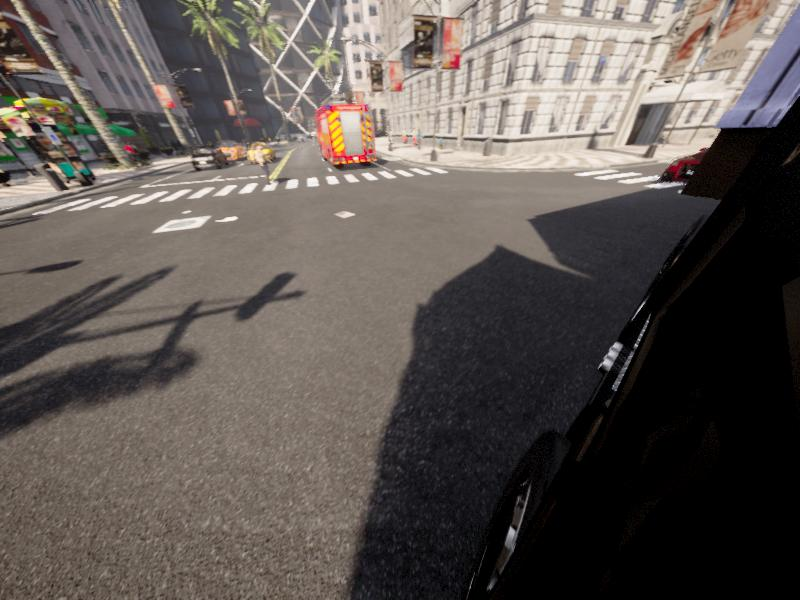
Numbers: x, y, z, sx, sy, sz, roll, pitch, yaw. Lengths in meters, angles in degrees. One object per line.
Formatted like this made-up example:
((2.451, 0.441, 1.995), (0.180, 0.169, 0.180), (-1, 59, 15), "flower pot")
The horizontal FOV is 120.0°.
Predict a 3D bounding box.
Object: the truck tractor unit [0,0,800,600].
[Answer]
((2.645, -0.295, 0.351), (6.516, 4.208, 3.053), (-28, 44, -30), "truck tractor unit")

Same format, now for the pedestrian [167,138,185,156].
((-29.011, -19.809, 29.957), (0.751, 1.860, 0.751), (-11, 38, -11), "pedestrian")

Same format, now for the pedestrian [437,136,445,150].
((3.989, -15.267, 22.481), (0.500, 1.100, 0.500), (-8, 37, -6), "pedestrian")

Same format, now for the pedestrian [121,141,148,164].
((-26.333, -14.646, 22.925), (0.751, 1.860, 0.751), (-15, 39, -16), "pedestrian")

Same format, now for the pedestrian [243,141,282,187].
((-6.642, -6.618, 11.271), (0.751, 1.860, 0.751), (7, 38, 12), "pedestrian")

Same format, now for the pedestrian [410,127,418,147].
((1.628, -18.948, 26.891), (0.751, 1.860, 0.751), (-13, 38, -13), "pedestrian")

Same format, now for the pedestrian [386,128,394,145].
((-1.416, -23.193, 32.726), (0.751, 1.860, 0.751), (-16, 39, -16), "pedestrian")

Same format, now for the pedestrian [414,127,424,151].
((1.855, -15.983, 22.936), (0.751, 1.860, 0.751), (-17, 39, -18), "pedestrian")

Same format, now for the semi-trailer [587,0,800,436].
((9.497, -2.892, 3.214), (14.254, 4.402, 2.717), (-18, 39, -19), "semi-trailer")

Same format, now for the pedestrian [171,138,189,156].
((-28.352, -19.762, 29.853), (0.751, 1.860, 0.751), (-11, 38, -11), "pedestrian")

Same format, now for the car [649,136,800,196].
((12.030, -4.926, 8.302), (4.181, 1.385, 1.994), (-11, 38, -11), "car")

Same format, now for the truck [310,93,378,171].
((-4.486, -12.630, 17.533), (2.891, 3.827, 8.468), (-15, 39, -16), "truck")

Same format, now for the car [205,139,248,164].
((-17.395, -15.201, 23.452), (2.097, 1.767, 4.553), (-13, 38, -13), "car")

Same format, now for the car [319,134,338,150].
((-10.527, -23.305, 33.936), (2.152, 1.651, 5.027), (-11, 38, -11), "car")

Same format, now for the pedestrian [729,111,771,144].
((25.631, -12.592, 16.936), (0.751, 1.860, 0.751), (-18, 40, -19), "pedestrian")

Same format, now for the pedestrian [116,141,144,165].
((-26.034, -14.181, 22.288), (0.751, 1.860, 0.751), (-15, 39, -16), "pedestrian")

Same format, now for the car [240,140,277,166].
((-12.831, -13.679, 21.320), (1.801, 1.575, 5.366), (-13, 38, -13), "car")

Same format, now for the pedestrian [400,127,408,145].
((0.570, -21.574, 30.449), (0.751, 1.860, 0.751), (-13, 38, -13), "pedestrian")

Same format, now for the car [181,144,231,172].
((-15.387, -11.500, 18.605), (1.789, 1.549, 3.705), (-13, 38, -14), "car")
